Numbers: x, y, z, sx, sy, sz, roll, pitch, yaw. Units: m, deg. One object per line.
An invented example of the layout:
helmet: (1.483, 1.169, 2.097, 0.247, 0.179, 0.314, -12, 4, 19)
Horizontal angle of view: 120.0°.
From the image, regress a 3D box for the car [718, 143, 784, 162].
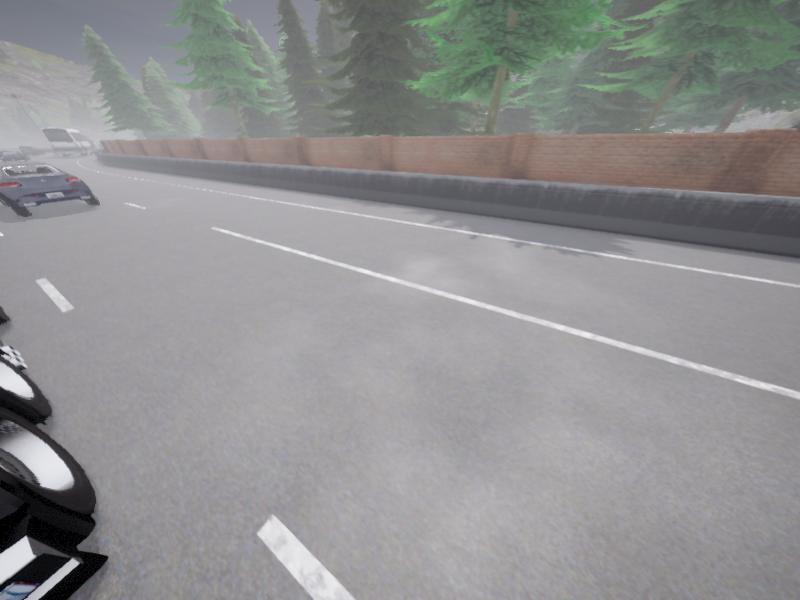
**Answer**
car: (37.688, -16.083, 25.075, 2.038, 1.542, 4.974, 18, 39, 25)

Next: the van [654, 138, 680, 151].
van: (52.573, -30.755, 45.633, 1.775, 1.987, 4.442, 18, 39, 25)

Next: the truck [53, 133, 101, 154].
truck: (-75.123, -36.605, 54.023, 2.891, 3.827, 8.468, -19, 39, -25)

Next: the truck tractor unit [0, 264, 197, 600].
truck tractor unit: (-5.116, -0.295, 0.785, 6.516, 4.208, 3.053, 18, 39, 24)

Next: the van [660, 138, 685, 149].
van: (61.381, -35.415, 52.207, 2.069, 2.038, 4.480, 18, 39, 25)

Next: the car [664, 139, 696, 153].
car: (48.666, -26.904, 40.233, 1.932, 1.855, 4.605, 18, 39, 25)

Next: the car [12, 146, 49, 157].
car: (-70.808, -28.612, 44.402, 2.033, 1.649, 4.856, -23, 41, -29)

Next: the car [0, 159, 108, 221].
car: (-15.051, -4.753, 9.572, 5.027, 1.651, 2.152, 18, 39, 24)

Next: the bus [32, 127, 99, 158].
bus: (-61.459, -29.264, 42.959, 3.944, 4.253, 10.273, -25, 42, -31)
